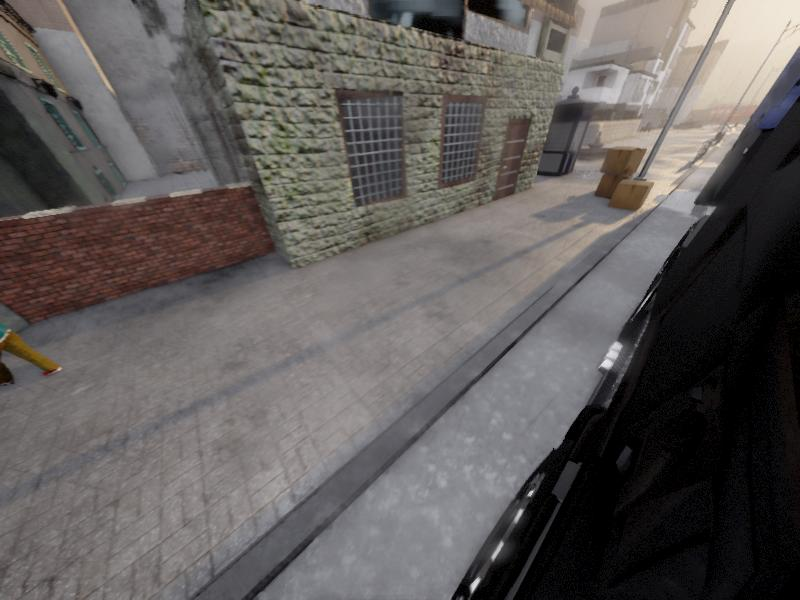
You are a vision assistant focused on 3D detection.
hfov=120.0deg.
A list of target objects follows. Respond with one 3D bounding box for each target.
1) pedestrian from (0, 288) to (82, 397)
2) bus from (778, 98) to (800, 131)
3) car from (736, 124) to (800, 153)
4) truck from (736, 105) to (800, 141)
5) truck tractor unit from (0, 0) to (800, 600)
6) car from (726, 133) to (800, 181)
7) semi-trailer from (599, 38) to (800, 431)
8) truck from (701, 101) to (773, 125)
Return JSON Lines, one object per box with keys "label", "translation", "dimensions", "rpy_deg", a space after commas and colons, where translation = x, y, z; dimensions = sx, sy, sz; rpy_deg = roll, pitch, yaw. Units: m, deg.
{"label": "pedestrian", "translation": [-4.119, 0.400, 2.286], "dimensions": [0.500, 1.100, 0.500], "rpy_deg": [-13, 38, -13]}
{"label": "bus", "translation": [54.855, -25.000, 30.182], "dimensions": [10.273, 4.253, 3.944], "rpy_deg": [-28, 43, -30]}
{"label": "car", "translation": [25.189, -11.080, 15.804], "dimensions": [4.181, 1.385, 1.994], "rpy_deg": [-28, 43, -30]}
{"label": "truck", "translation": [34.290, -16.358, 21.406], "dimensions": [5.204, 2.467, 2.627], "rpy_deg": [-28, 43, -30]}
{"label": "truck tractor unit", "translation": [2.645, -0.295, 0.351], "dimensions": [6.516, 4.208, 3.053], "rpy_deg": [-28, 44, -30]}
{"label": "car", "translation": [16.355, -6.367, 10.093], "dimensions": [4.718, 1.301, 1.895], "rpy_deg": [-28, 43, -30]}
{"label": "semi-trailer", "translation": [8.672, -3.615, 4.266], "dimensions": [14.254, 4.402, 2.717], "rpy_deg": [-28, 43, -30]}
{"label": "truck", "translation": [78.248, -43.505, 53.974], "dimensions": [2.891, 3.827, 8.468], "rpy_deg": [-28, 43, -30]}
